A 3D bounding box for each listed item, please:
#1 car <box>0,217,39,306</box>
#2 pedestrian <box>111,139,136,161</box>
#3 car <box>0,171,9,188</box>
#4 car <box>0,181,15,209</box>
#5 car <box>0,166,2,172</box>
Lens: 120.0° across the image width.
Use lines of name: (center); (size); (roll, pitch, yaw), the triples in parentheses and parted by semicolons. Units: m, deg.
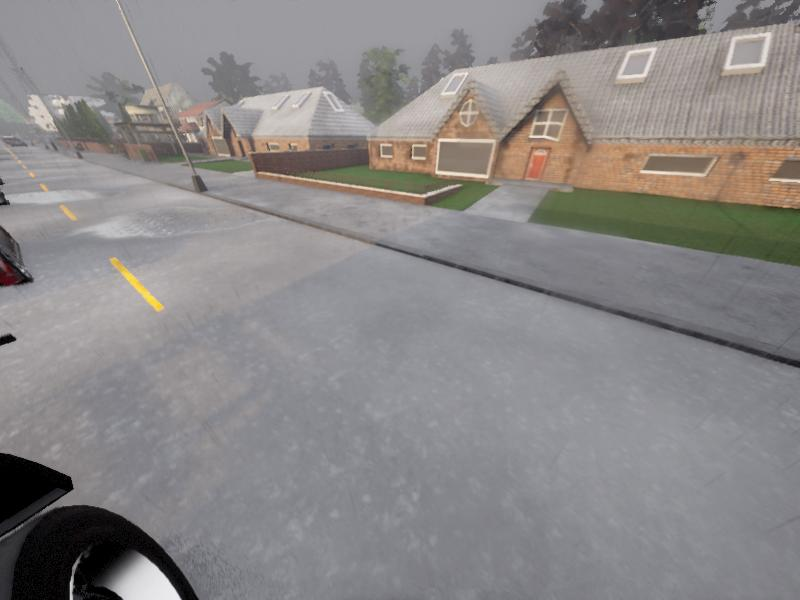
car: (-8.507, -0.879, 3.895); (4.181, 1.385, 1.994); (22, 41, 28)
pedestrian: (-27.566, -14.975, 23.072); (0.751, 1.860, 0.751); (-25, 42, -31)
car: (-23.073, -6.876, 12.137); (4.514, 1.525, 2.007); (22, 41, 28)
car: (-16.969, -4.389, 8.664); (4.514, 1.525, 2.007); (22, 41, 28)
car: (-31.688, -10.362, 17.053); (4.193, 1.474, 1.816); (22, 41, 28)
